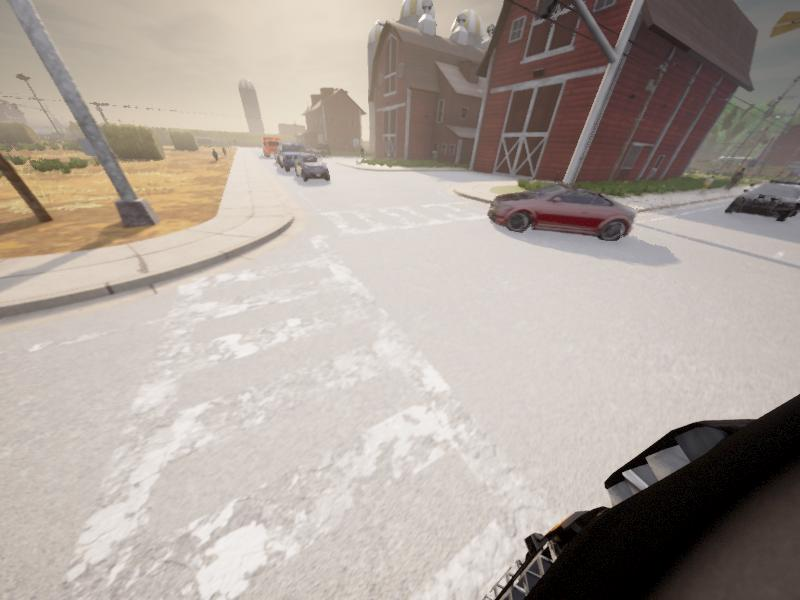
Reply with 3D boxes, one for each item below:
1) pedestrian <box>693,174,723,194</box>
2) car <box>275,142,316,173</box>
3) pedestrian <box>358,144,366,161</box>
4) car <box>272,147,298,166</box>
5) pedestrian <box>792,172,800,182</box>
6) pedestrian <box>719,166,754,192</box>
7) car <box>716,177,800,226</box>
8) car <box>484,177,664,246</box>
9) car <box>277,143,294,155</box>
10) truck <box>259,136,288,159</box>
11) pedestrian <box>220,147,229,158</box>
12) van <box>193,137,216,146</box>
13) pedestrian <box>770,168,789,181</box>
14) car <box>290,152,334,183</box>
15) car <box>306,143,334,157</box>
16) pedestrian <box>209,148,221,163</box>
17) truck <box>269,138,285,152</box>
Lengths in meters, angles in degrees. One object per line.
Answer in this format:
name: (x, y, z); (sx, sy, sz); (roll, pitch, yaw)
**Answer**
pedestrian: (23.993, -9.067, 18.011); (0.751, 1.300, 0.751); (-15, 38, -25)
car: (-9.292, -12.592, 20.304); (2.150, 2.045, 5.566); (-15, 38, -25)
pedestrian: (-5.321, -20.608, 32.275); (0.751, 1.860, 0.751); (25, 39, 30)
car: (-12.567, -15.697, 25.170); (1.789, 1.549, 3.705); (-16, 38, -26)
pedestrian: (65.012, -20.138, 37.403); (0.751, 1.860, 0.751); (-18, 39, -29)
pedestrian: (29.191, -10.504, 20.077); (0.751, 1.860, 0.751); (-11, 36, -20)
car: (18.793, -5.097, 11.633); (5.238, 1.638, 1.930); (-15, 38, -24)
car: (5.210, -3.049, 7.692); (4.181, 1.385, 1.994); (9, 34, 8)
car: (-22.735, -30.002, 45.859); (2.152, 1.651, 5.027); (-15, 38, -25)
truck: (-18.174, -21.811, 33.051); (2.627, 2.467, 5.204); (-16, 39, -25)
pedestrian: (-20.527, -17.324, 27.087); (0.500, 1.100, 0.500); (-16, 38, -26)
van: (-55.119, -44.744, 65.198); (4.480, 2.038, 2.069); (-15, 37, -25)
pedestrian: (60.642, -20.048, 36.925); (0.751, 1.860, 0.751); (-14, 37, -24)
car: (-5.983, -8.993, 15.602); (1.845, 1.501, 3.633); (-16, 38, -25)
car: (-13.714, -25.772, 39.664); (3.866, 1.878, 1.905); (11, 40, 15)
pedestrian: (-17.272, -13.494, 21.572); (0.500, 1.100, 0.500); (-9, 35, -18)
truck: (-29.788, -37.549, 55.900); (2.627, 2.467, 5.204); (-15, 38, -26)
